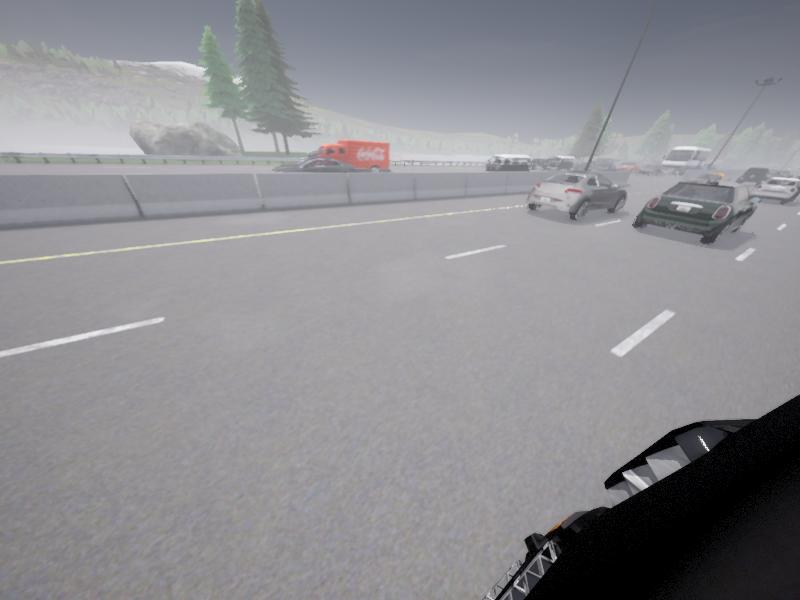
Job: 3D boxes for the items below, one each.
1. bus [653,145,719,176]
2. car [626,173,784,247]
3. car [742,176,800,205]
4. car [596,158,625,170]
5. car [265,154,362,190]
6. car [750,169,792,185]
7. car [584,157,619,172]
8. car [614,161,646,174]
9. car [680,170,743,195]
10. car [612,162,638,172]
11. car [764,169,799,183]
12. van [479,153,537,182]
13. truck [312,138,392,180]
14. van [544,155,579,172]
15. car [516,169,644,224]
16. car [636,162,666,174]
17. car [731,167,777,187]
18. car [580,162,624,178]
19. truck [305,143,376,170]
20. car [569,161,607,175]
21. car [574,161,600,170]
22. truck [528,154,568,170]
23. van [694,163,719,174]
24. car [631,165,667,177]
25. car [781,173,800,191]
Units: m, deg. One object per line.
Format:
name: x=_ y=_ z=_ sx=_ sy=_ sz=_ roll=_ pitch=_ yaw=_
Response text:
bus: x=50.996 y=-24.761 z=41.213 sx=10.273 sy=4.253 sz=3.944 roll=-16 pitch=38 yaw=-26
car: x=10.889 y=-3.422 z=8.304 sx=4.553 sy=1.767 sz=2.097 roll=-16 pitch=38 yaw=-26
car: x=27.143 y=-7.935 z=16.602 sx=3.806 sy=1.475 sz=1.970 roll=-16 pitch=38 yaw=-26
car: x=44.371 y=-28.740 z=48.726 sx=5.566 sy=2.045 sz=2.150 roll=-16 pitch=38 yaw=-26
car: x=-5.007 y=-7.704 z=13.829 sx=4.902 sy=1.511 sz=2.128 roll=-16 pitch=38 yaw=-26
car: x=52.693 y=-17.552 z=32.822 sx=4.611 sy=1.667 sz=2.242 roll=-16 pitch=38 yaw=-26
car: x=35.753 y=-24.046 z=41.002 sx=5.566 sy=2.045 sz=2.150 roll=-16 pitch=38 yaw=-26
car: x=39.314 y=-22.724 z=39.505 sx=4.553 sy=1.767 sz=2.097 roll=-16 pitch=38 yaw=-26
car: x=26.382 y=-9.996 z=19.558 sx=5.366 sy=1.575 sz=1.801 roll=-16 pitch=38 yaw=-26
car: x=44.340 y=-26.276 z=45.495 sx=4.514 sy=1.525 sz=2.007 roll=-16 pitch=38 yaw=-26
car: x=62.226 y=-20.268 z=37.643 sx=4.856 sy=1.649 sz=2.033 roll=-16 pitch=38 yaw=-26
van: x=9.885 y=-12.181 z=21.203 sx=4.480 sy=2.038 sz=2.069 roll=-16 pitch=38 yaw=-26
truck: x=-3.531 y=-10.760 z=17.678 sx=5.204 sy=2.467 sz=2.627 roll=-16 pitch=38 yaw=-26
van: x=24.704 y=-20.883 z=35.426 sx=4.480 sy=2.038 sz=2.069 roll=-16 pitch=38 yaw=-26
car: x=7.975 y=-4.755 z=10.251 sx=5.027 sy=1.651 sz=2.152 roll=-16 pitch=38 yaw=-26
car: x=47.426 y=-24.943 z=43.662 sx=5.027 sy=1.651 sz=2.152 roll=-15 pitch=38 yaw=-26
car: x=41.688 y=-14.498 z=27.198 sx=3.866 sy=1.878 sz=1.905 roll=-16 pitch=38 yaw=-26
car: x=25.656 y=-16.467 z=29.319 sx=4.902 sy=1.511 sz=2.128 roll=-16 pitch=38 yaw=-26
truck: x=-5.855 y=-14.410 z=23.340 sx=6.274 sy=2.098 sz=2.390 roll=-16 pitch=38 yaw=-26
car: x=27.246 y=-19.167 z=33.485 sx=4.974 sy=1.542 sz=2.038 roll=-16 pitch=38 yaw=-26
car: x=36.340 y=-26.140 z=44.883 sx=4.718 sy=1.301 sz=1.895 roll=-16 pitch=38 yaw=-26
truck: x=24.976 y=-23.222 z=38.913 sx=6.274 sy=2.098 sz=2.390 roll=-16 pitch=38 yaw=-26
van: x=65.578 y=-28.080 z=49.355 sx=4.442 sy=1.987 sz=1.775 roll=-16 pitch=38 yaw=-26
car: x=38.719 y=-20.154 z=35.951 sx=5.357 sy=1.411 sz=2.033 roll=-16 pitch=38 yaw=-26
car: x=44.091 y=-12.833 z=25.125 sx=3.988 sy=1.617 sz=1.851 roll=-16 pitch=38 yaw=-26
